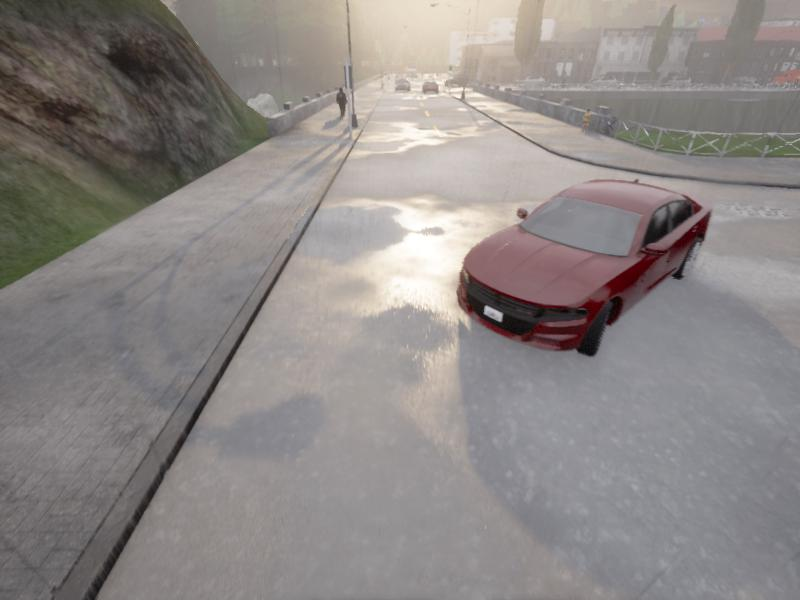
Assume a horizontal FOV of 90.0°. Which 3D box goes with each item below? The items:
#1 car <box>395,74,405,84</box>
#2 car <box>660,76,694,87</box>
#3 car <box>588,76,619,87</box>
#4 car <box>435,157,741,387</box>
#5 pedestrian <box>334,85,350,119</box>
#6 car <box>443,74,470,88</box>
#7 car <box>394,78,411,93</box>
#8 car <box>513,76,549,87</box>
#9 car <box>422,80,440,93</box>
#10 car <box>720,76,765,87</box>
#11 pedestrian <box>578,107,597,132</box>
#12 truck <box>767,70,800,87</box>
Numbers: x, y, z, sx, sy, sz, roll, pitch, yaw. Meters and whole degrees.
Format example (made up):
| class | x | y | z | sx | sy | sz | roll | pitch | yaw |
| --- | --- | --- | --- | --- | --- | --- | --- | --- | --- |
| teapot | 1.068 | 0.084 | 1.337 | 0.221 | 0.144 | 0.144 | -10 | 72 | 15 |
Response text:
| class | x | y | z | sx | sy | sz | roll | pitch | yaw |
| --- | --- | --- | --- | --- | --- | --- | --- | --- | --- |
| car | -0.055 | -44.745 | 80.853 | 1.851 | 1.617 | 3.988 | 0 | 30 | 0 |
| car | 45.627 | -36.008 | 65.933 | 3.988 | 1.617 | 1.851 | 0 | 30 | 0 |
| car | 33.515 | -36.006 | 65.927 | 3.988 | 1.617 | 1.851 | 0 | 30 | 0 |
| car | 2.982 | -0.896 | 6.002 | 5.008 | 1.535 | 1.882 | -24 | 37 | -35 |
| pedestrian | -3.637 | -12.386 | 25.058 | 0.751 | 1.860 | 0.751 | 1 | 30 | 2 |
| car | 9.200 | -35.943 | 65.528 | 3.866 | 1.878 | 1.905 | -5 | 31 | -7 |
| car | 0.372 | -29.269 | 54.486 | 2.038 | 1.542 | 4.974 | 2 | 30 | 4 |
| car | 21.488 | -36.008 | 65.913 | 5.027 | 1.651 | 2.152 | 0 | 30 | 0 |
| car | 3.997 | -28.115 | 52.676 | 1.994 | 1.385 | 4.181 | 0 | 30 | 0 |
| car | 56.365 | -36.025 | 65.928 | 5.238 | 1.638 | 1.930 | 0 | 30 | 0 |
| pedestrian | 9.378 | -9.032 | 20.065 | 0.500 | 1.100 | 0.500 | 0 | 30 | 0 |
| truck | 64.505 | -36.387 | 65.721 | 5.204 | 2.467 | 2.627 | 0 | 30 | 0 |
